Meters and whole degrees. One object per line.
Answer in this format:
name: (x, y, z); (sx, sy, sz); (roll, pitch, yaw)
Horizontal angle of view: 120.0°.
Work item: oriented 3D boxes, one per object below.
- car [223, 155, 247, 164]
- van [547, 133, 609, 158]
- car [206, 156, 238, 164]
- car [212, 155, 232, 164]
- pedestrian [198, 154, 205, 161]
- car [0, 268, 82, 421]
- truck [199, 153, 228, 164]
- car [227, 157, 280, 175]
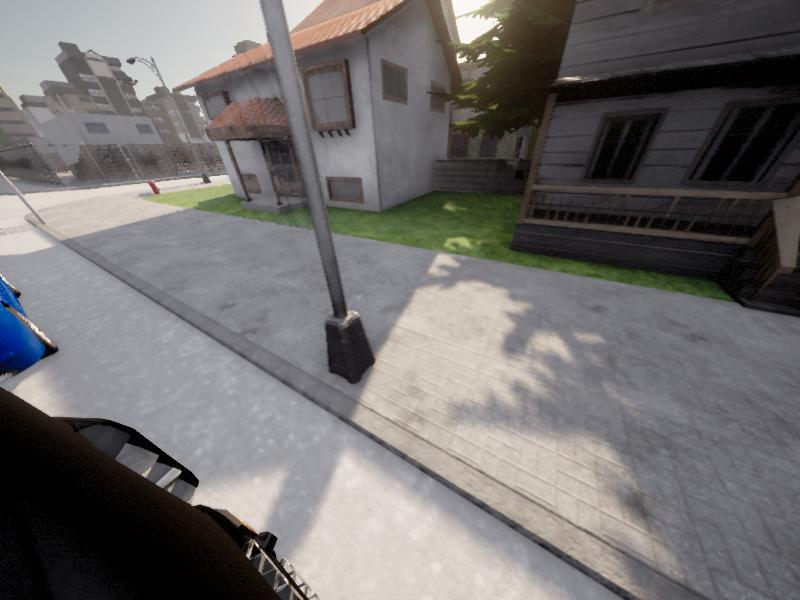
car: (-36.921, -31.569, 51.770); (1.845, 1.501, 3.633); (16, 38, 26)
van: (23.568, -20.639, 30.910); (5.915, 2.561, 1.988); (16, 38, 26)
car: (-41.173, -32.500, 53.535); (2.033, 1.415, 5.357); (16, 38, 26)
car: (-41.059, -32.423, 53.284); (3.705, 1.547, 1.789); (16, 38, 26)
pedestrian: (-60.440, -43.387, 70.472); (0.751, 1.860, 0.751); (14, 37, 22)
car: (-6.365, 0.129, 2.677); (5.008, 1.535, 1.882); (16, 38, 26)
truck: (-44.529, -33.845, 55.191); (2.069, 2.038, 4.478); (16, 38, 26)
car: (-17.514, -16.239, 27.851); (2.163, 1.488, 4.792); (16, 38, 26)
